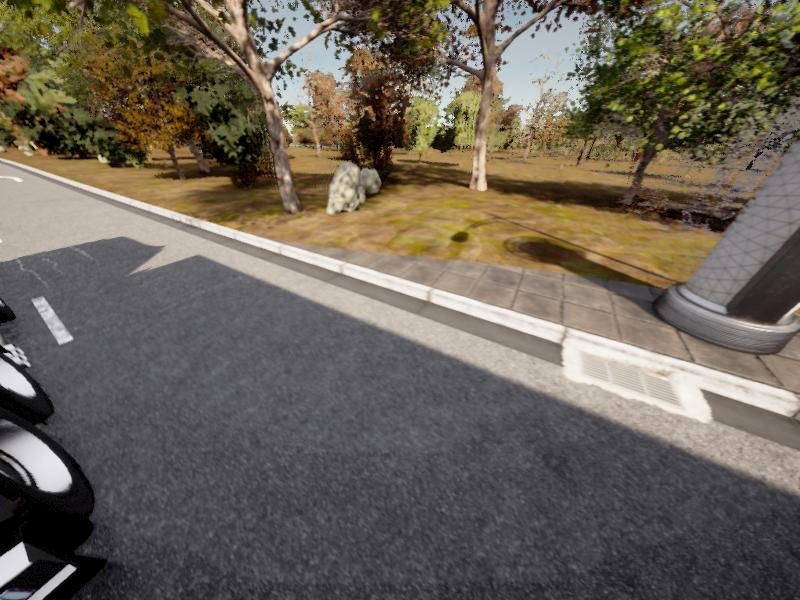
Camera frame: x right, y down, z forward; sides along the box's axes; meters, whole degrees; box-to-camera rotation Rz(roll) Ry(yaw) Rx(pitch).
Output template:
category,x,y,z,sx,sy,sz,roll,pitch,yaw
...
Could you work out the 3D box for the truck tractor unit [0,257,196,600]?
category,x,y,z,sx,sy,sz,roll,pitch,yaw
truck tractor unit,-5.100,-0.311,0.794,6.516,4.208,3.053,19,39,25
